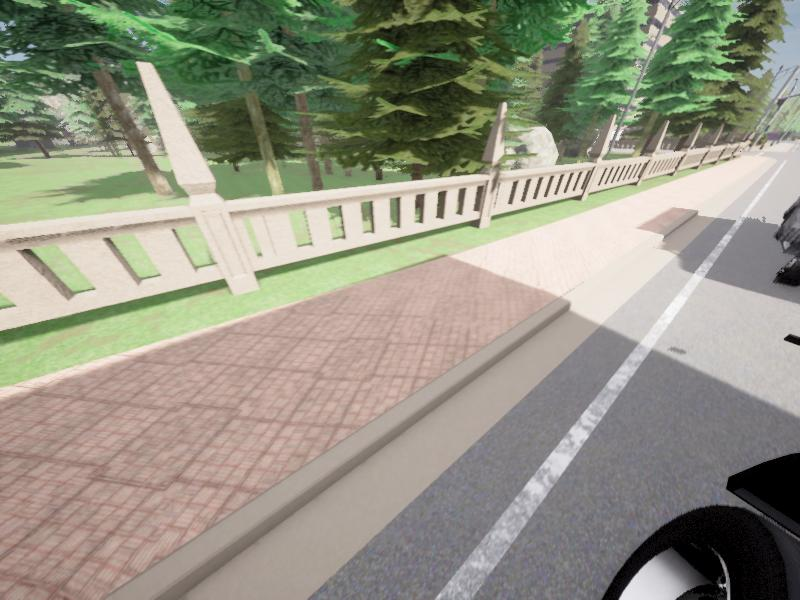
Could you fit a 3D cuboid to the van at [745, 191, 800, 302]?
[{"bbox_3d":[9.530,-1.737,4.182,6.366,2.431,2.351,-22,41,-28],"label":"van"}]
